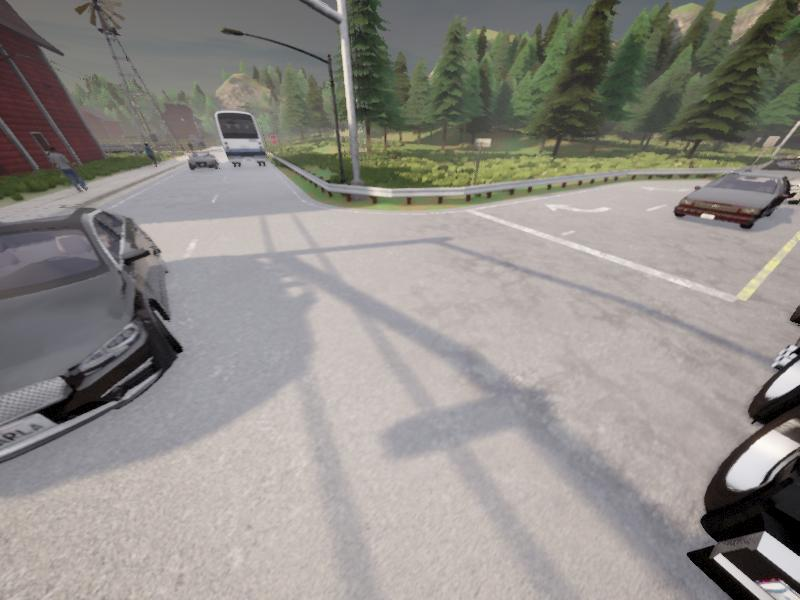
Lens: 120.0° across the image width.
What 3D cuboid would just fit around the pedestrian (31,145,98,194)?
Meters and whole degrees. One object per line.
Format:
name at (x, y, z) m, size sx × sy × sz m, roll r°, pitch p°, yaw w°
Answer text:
pedestrian at (-15.234, -5.965, 10.575) m, size 0.751 × 1.860 × 0.751 m, roll -17°, pitch 38°, yaw -23°

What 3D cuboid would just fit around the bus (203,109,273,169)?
bus at (-16.686, -16.763, 24.330) m, size 3.944 × 4.253 × 10.273 m, roll -17°, pitch 38°, yaw -24°

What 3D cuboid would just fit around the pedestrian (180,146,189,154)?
pedestrian at (-35.785, -24.908, 38.366) m, size 0.500 × 1.100 × 0.500 m, roll -3°, pitch 35°, yaw -5°

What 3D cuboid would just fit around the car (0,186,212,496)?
car at (-4.525, -0.257, 3.043) m, size 2.128 × 1.511 × 4.902 m, roll -27°, pitch 43°, yaw -34°

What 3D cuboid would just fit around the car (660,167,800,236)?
car at (12.133, -3.734, 8.256) m, size 5.357 × 1.411 × 2.033 m, roll -18°, pitch 39°, yaw -24°

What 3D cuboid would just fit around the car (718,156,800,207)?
car at (18.298, -5.843, 11.101) m, size 4.611 × 1.667 × 2.242 m, roll -18°, pitch 39°, yaw -24°

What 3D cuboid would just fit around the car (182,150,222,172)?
car at (-17.602, -12.526, 20.749) m, size 1.994 × 1.385 × 4.181 m, roll -17°, pitch 39°, yaw -24°

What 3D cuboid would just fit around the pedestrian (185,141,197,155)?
pedestrian at (-32.370, -23.601, 35.845) m, size 0.751 × 1.860 × 0.751 m, roll -22°, pitch 41°, yaw -29°

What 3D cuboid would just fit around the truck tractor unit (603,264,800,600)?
truck tractor unit at (5.103, -0.309, 0.785) m, size 6.516 × 4.208 × 3.053 m, roll -18°, pitch 39°, yaw -24°

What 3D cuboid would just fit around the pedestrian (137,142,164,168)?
pedestrian at (-21.875, -12.764, 20.317) m, size 0.751 × 1.860 × 0.751 m, roll -16°, pitch 38°, yaw -23°

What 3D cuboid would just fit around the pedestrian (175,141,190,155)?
pedestrian at (-33.755, -23.579, 35.803) m, size 0.751 × 1.860 × 0.751 m, roll 13°, pitch 37°, yaw 18°

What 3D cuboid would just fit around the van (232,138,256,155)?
van at (-27.778, -27.379, 41.138) m, size 2.351 × 2.431 × 6.366 m, roll -21°, pitch 40°, yaw -28°
